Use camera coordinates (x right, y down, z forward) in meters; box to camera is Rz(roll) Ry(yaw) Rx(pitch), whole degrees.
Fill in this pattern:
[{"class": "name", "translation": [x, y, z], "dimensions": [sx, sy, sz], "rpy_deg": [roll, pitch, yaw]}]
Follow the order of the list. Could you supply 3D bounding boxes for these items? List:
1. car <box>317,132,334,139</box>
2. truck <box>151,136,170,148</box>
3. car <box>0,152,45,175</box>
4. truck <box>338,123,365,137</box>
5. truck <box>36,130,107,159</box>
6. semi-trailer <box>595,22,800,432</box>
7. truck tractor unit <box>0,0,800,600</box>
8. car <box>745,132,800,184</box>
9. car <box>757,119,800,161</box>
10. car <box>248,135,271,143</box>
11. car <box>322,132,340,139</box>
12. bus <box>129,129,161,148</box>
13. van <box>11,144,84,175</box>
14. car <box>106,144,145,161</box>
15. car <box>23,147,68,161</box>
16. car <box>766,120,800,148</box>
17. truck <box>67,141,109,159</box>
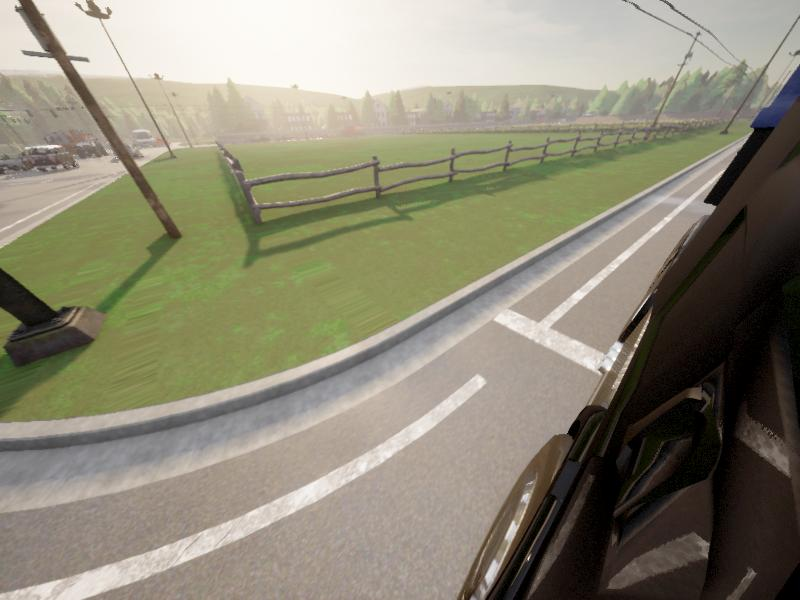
[{"class": "car", "translation": [-25.330, -55.944, 78.492], "dimensions": [5.008, 1.535, 1.882], "rpy_deg": [-26, 43, -27]}, {"class": "truck", "translation": [-69.671, -46.103, 67.322], "dimensions": [2.627, 2.467, 5.204], "rpy_deg": [-25, 42, -27]}, {"class": "car", "translation": [-37.357, -13.274, 22.404], "dimensions": [1.816, 1.474, 4.193], "rpy_deg": [-25, 42, -27]}, {"class": "truck", "translation": [-17.184, -60.784, 82.529], "dimensions": [8.468, 3.827, 2.891], "rpy_deg": [-26, 43, -27]}, {"class": "truck", "translation": [-58.686, -28.292, 41.770], "dimensions": [2.891, 3.827, 8.468], "rpy_deg": [-17, 39, -18]}, {"class": "semi-trailer", "translation": [8.857, -3.492, 4.064], "dimensions": [14.254, 4.402, 2.717], "rpy_deg": [-26, 43, -28]}, {"class": "truck tractor unit", "translation": [2.645, -0.295, 0.351], "dimensions": [6.516, 4.208, 3.053], "rpy_deg": [-28, 44, -30]}, {"class": "car", "translation": [16.102, -5.744, 9.208], "dimensions": [4.181, 1.385, 1.994], "rpy_deg": [-26, 43, -28]}, {"class": "car", "translation": [22.764, -9.076, 12.985], "dimensions": [5.027, 1.651, 2.152], "rpy_deg": [-26, 43, -28]}, {"class": "car", "translation": [-40.278, -46.210, 66.351], "dimensions": [5.238, 1.638, 1.930], "rpy_deg": [-26, 43, -27]}, {"class": "car", "translation": [-22.848, -54.511, 76.425], "dimensions": [5.366, 1.575, 1.801], "rpy_deg": [-26, 43, -27]}, {"class": "bus", "translation": [-75.399, -47.871, 68.541], "dimensions": [3.944, 4.253, 10.273], "rpy_deg": [-25, 42, -27]}, {"class": "van", "translation": [-32.514, -13.226, 21.571], "dimensions": [2.069, 2.038, 4.480], "rpy_deg": [-25, 42, -27]}, {"class": "car", "translation": [-36.611, -19.844, 30.954], "dimensions": [2.242, 1.667, 4.611], "rpy_deg": [-25, 42, -27]}, {"class": "car", "translation": [-60.889, -25.194, 39.855], "dimensions": [2.152, 1.651, 5.027], "rpy_deg": [-19, 40, -21]}, {"class": "car", "translation": [29.156, -12.106, 16.748], "dimensions": [4.792, 1.488, 2.163], "rpy_deg": [-26, 43, -28]}, {"class": "truck", "translation": [-52.455, -25.436, 39.022], "dimensions": [2.390, 2.098, 6.274], "rpy_deg": [-25, 42, -27]}]
